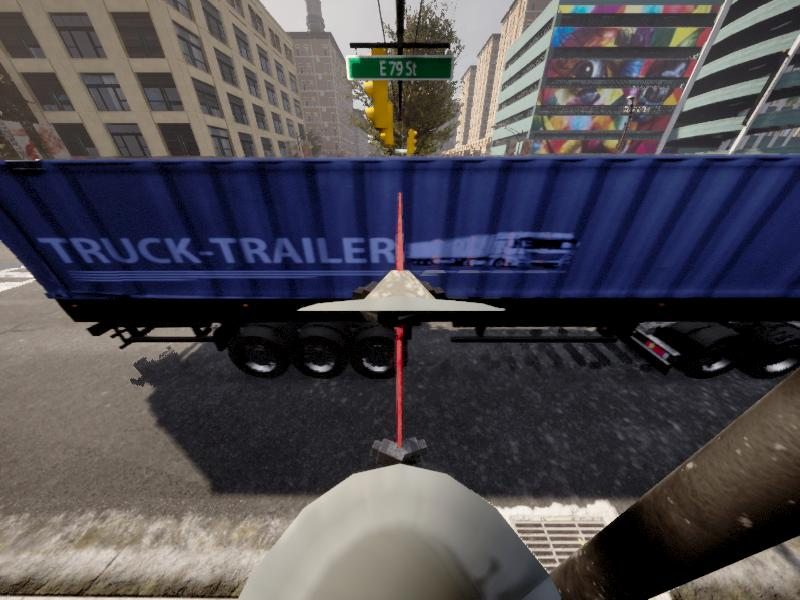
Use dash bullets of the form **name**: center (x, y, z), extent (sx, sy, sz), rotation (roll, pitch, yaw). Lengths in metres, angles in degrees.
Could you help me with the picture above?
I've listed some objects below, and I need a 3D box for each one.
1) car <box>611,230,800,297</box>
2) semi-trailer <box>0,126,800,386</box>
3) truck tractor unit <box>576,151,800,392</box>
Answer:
- **car**: center (11.367, -1.420, 8.594), extent (4.605, 1.855, 1.932), rotation (0, 30, 1)
- **semi-trailer**: center (0.942, -0.807, 4.985), extent (14.254, 4.402, 2.717), rotation (0, 30, 0)
- **truck tractor unit**: center (8.855, -0.699, 4.990), extent (6.516, 4.208, 3.053), rotation (0, 30, 0)
